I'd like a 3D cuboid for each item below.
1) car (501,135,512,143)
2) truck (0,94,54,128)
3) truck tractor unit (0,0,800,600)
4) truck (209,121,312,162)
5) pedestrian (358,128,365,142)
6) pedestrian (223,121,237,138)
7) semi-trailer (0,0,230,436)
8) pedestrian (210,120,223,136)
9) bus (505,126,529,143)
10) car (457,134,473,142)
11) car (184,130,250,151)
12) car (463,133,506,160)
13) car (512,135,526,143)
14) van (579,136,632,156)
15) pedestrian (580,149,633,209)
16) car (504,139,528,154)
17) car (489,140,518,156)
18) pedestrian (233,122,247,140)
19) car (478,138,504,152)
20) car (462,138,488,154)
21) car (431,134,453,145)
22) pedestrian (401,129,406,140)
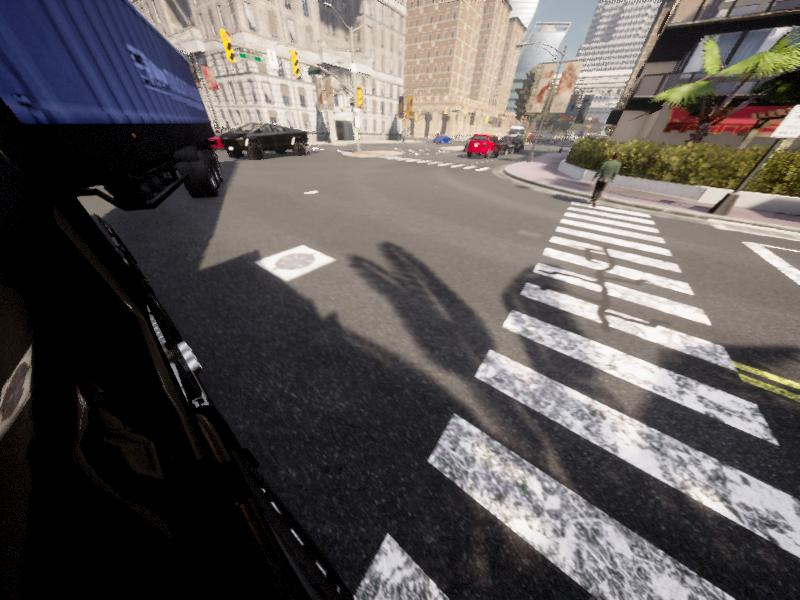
[{"bbox_3d":[33.518,-50.679,72.570,1.905,1.878,3.866,25,42,27],"label":"car"},{"bbox_3d":[-60.596,-29.865,36.611,2.891,3.827,8.468,-19,42,-27],"label":"truck"},{"bbox_3d":[-2.645,-0.295,0.352,6.516,4.208,3.053,28,44,30],"label":"truck tractor unit"},{"bbox_3d":[-9.858,-11.894,17.266,2.390,2.098,6.274,16,39,17],"label":"truck"},{"bbox_3d":[-6.107,-26.160,36.624,0.751,1.860,0.751,24,41,26],"label":"pedestrian"},{"bbox_3d":[-23.702,-23.745,32.195,0.751,1.860,0.751,27,43,28],"label":"pedestrian"},{"bbox_3d":[-6.877,-4.422,5.445,2.717,4.402,14.254,-16,41,-23],"label":"semi-trailer"},{"bbox_3d":[-27.460,-25.670,34.535,0.751,1.860,0.751,-28,46,-34],"label":"pedestrian"},{"bbox_3d":[39.896,-56.489,78.813,3.944,4.253,10.273,25,42,27],"label":"bus"},{"bbox_3d":[17.316,-43.096,61.564,3.633,1.501,1.845,25,42,27],"label":"car"},{"bbox_3d":[-16.156,-14.312,20.711,4.181,1.385,1.994,-13,39,-20],"label":"car"},{"bbox_3d":[9.063,-16.335,24.547,2.150,2.045,5.566,25,41,27],"label":"car"},{"bbox_3d":[36.805,-49.784,71.445,2.150,2.045,5.566,25,42,27],"label":"car"},{"bbox_3d":[35.842,-27.178,40.623,6.366,2.431,2.351,25,42,27],"label":"van"},{"bbox_3d":[7.727,-4.559,8.728,0.751,1.860,0.751,26,42,28],"label":"pedestrian"},{"bbox_3d":[16.916,-22.347,33.542,1.851,1.617,3.988,25,42,27],"label":"car"},{"bbox_3d":[13.183,-19.373,29.383,1.837,1.490,4.892,25,42,27],"label":"car"},{"bbox_3d":[-20.892,-22.085,30.149,0.751,1.860,0.751,19,40,21],"label":"pedestrian"},{"bbox_3d":[13.628,-23.277,34.641,2.007,1.525,4.514,25,42,27],"label":"car"},{"bbox_3d":[9.988,-20.426,30.536,1.789,1.549,3.705,25,42,27],"label":"car"},{"bbox_3d":[8.104,-30.574,44.085,1.882,1.535,5.008,25,42,27],"label":"car"},{"bbox_3d":[0.683,-35.827,50.092,0.751,1.860,0.751,-24,44,-31],"label":"pedestrian"}]
